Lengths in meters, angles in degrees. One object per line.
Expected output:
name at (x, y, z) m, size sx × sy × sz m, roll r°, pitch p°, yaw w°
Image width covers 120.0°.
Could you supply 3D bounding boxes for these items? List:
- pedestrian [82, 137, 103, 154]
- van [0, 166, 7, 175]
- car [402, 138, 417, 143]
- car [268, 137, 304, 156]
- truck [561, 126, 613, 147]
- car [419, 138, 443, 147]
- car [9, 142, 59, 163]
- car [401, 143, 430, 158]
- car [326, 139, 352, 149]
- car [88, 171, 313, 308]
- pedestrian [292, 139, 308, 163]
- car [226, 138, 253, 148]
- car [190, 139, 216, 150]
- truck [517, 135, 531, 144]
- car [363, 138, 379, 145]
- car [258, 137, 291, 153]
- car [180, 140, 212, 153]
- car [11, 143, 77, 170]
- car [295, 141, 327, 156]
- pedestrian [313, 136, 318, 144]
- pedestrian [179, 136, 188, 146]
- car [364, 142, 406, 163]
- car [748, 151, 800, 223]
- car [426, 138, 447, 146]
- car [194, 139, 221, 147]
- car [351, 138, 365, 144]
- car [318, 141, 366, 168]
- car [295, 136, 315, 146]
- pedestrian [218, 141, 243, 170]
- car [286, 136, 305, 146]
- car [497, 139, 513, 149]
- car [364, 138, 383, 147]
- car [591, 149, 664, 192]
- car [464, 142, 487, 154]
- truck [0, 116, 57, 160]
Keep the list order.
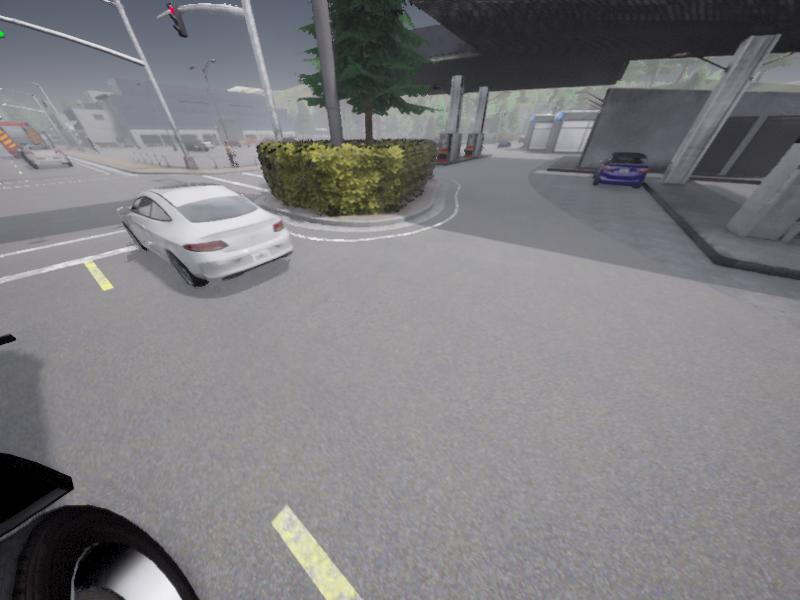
pedestrian at (-39.557, -19.880, 29.703) m, size 0.751 × 1.860 × 0.751 m, roll 20°, pitch 40°, yaw 26°
van at (-29.873, -9.741, 15.704) m, size 4.480 × 2.038 × 2.069 m, roll 19°, pitch 40°, yaw 24°
car at (3.100, -53.453, 77.341) m, size 4.792 × 1.488 × 2.163 m, roll 22°, pitch 41°, yaw 27°
car at (-14.587, -19.629, 29.518) m, size 3.866 × 1.878 × 1.905 m, roll 22°, pitch 41°, yaw 27°
truck at (43.641, -38.432, 54.328) m, size 8.468 × 3.827 × 2.891 m, roll 21°, pitch 41°, yaw 27°
car at (7.255, -37.281, 54.500) m, size 5.027 × 1.636 × 2.152 m, roll 22°, pitch 41°, yaw 27°
car at (-37.944, -15.322, 23.936) m, size 4.974 × 1.542 × 2.038 m, roll 22°, pitch 41°, yaw 28°
car at (2.058, -19.655, 30.266) m, size 1.970 × 1.475 × 3.806 m, roll 22°, pitch 41°, yaw 28°
car at (-11.515, -29.377, 43.470) m, size 4.514 × 1.523 × 2.007 m, roll 22°, pitch 41°, yaw 27°
car at (-4.258, -1.658, 4.908) m, size 4.674 × 1.442 × 1.812 m, roll 22°, pitch 41°, yaw 28°
pedestrian at (-9.653, -14.379, 22.307) m, size 0.751 × 1.860 × 0.751 m, roll 22°, pitch 41°, yaw 28°
car at (-31.698, -31.011, 45.537) m, size 5.027 × 1.636 × 2.152 m, roll 22°, pitch 41°, yaw 27°
car at (-35.083, -27.759, 41.149) m, size 3.806 × 1.475 × 1.970 m, roll 22°, pitch 41°, yaw 27°
truck at (39.734, -51.341, 73.798) m, size 2.390 × 2.098 × 6.274 m, roll 22°, pitch 41°, yaw 27°
car at (-8.011, -43.487, 63.267) m, size 3.806 × 1.475 × 1.970 m, roll 22°, pitch 41°, yaw 27°
car at (-19.188, -23.795, 35.365) m, size 4.605 × 1.855 × 1.932 m, roll 22°, pitch 41°, yaw 27°
car at (-31.369, -23.613, 35.480) m, size 4.514 × 1.523 × 2.007 m, roll 22°, pitch 41°, yaw 27°
car at (-29.875, -12.118, 19.375) m, size 5.027 × 1.651 × 2.152 m, roll 22°, pitch 41°, yaw 27°
car at (-12.193, -20.792, 31.621) m, size 3.806 × 1.475 × 1.970 m, roll 22°, pitch 41°, yaw 27°
pedestrian at (-24.826, -47.232, 68.072) m, size 0.751 × 1.860 × 0.751 m, roll 22°, pitch 41°, yaw 27°
pedestrian at (-51.289, -37.602, 54.710) m, size 0.751 × 1.860 × 0.751 m, roll 17°, pitch 39°, yaw 23°
car at (-1.569, -16.693, 26.017) m, size 2.033 × 1.649 × 4.856 m, roll 22°, pitch 41°, yaw 28°
car at (15.252, -3.962, 8.043) m, size 1.905 × 1.878 × 3.866 m, roll 22°, pitch 41°, yaw 27°
car at (8.997, -38.797, 56.624) m, size 4.514 × 1.523 × 2.007 m, roll 22°, pitch 41°, yaw 27°
car at (-45.517, -37.176, 54.737) m, size 1.816 × 1.474 × 4.193 m, roll 22°, pitch 41°, yaw 28°
car at (-12.418, -47.383, 68.684) m, size 3.633 × 1.501 × 1.845 m, roll 22°, pitch 41°, yaw 27°
car at (-5.273, -13.714, 21.650) m, size 1.905 × 1.878 × 3.866 m, roll 22°, pitch 41°, yaw 28°
car at (-23.105, -38.731, 56.178) m, size 4.605 × 1.855 × 1.932 m, roll 22°, pitch 41°, yaw 27°
pedestrian at (-13.236, -11.308, 18.036) m, size 0.751 × 1.860 × 0.751 m, roll 22°, pitch 41°, yaw 28°
car at (-24.419, -37.216, 54.035) m, size 3.866 × 1.878 × 1.905 m, roll 22°, pitch 41°, yaw 27°
car at (22.069, -32.773, 48.502) m, size 1.816 × 1.474 × 4.193 m, roll 22°, pitch 41°, yaw 28°
car at (-5.795, -34.143, 50.135) m, size 3.633 × 1.501 × 1.845 m, roll 22°, pitch 41°, yaw 27°
car at (13.064, -7.783, 13.656) m, size 2.242 × 1.667 × 4.611 m, roll 22°, pitch 41°, yaw 27°
car at (12.140, -24.452, 37.023) m, size 1.994 × 1.385 × 4.181 m, roll 22°, pitch 41°, yaw 28°
truck at (-45.185, -19.190, 27.368) m, size 8.468 × 3.827 × 2.891 m, roll 22°, pitch 41°, yaw 28°
